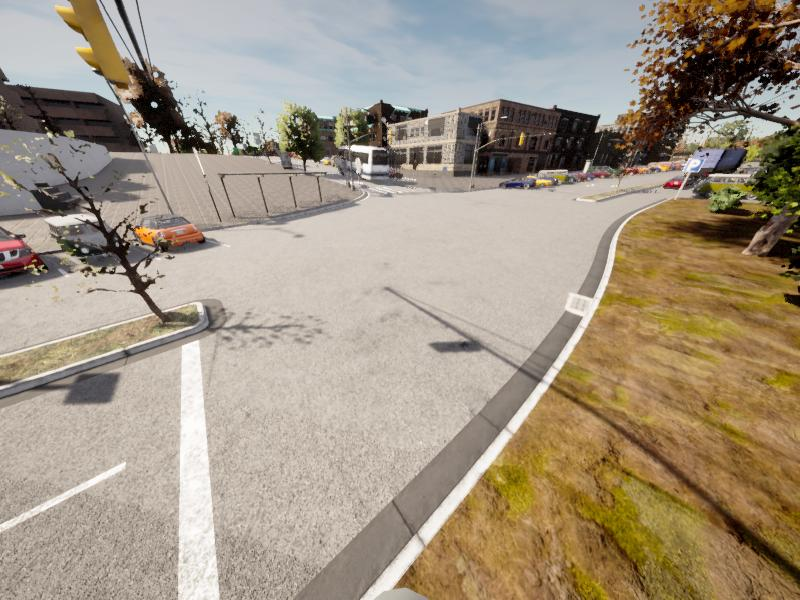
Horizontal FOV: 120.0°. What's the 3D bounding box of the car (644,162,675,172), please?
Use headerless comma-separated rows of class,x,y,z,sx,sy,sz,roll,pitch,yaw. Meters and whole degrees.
car,62.903,-32.281,56.119,4.442,1.987,1.878,22,38,35

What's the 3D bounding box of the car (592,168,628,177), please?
car,41.921,-25.455,46.197,5.008,1.535,2.097,20,37,33

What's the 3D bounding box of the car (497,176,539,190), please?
car,16.543,-16.502,32.563,4.792,1.488,2.163,18,36,31

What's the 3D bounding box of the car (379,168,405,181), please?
car,-1.231,-20.775,38.067,2.002,1.452,4.674,21,37,23

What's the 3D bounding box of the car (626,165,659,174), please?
car,54.944,-29.664,52.587,4.892,1.521,2.231,22,38,35

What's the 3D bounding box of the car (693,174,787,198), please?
car,33.092,-11.306,22.797,4.553,1.767,2.185,20,37,31

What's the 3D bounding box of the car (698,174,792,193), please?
car,37.900,-13.039,25.682,5.366,1.575,1.946,21,38,31

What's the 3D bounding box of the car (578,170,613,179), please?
car,36.781,-23.674,43.552,4.674,1.452,2.002,20,37,33

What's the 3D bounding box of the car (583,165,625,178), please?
car,39.365,-24.796,44.732,5.566,2.045,2.435,20,37,33

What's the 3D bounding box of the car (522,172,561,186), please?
car,21.562,-18.424,35.211,4.553,1.767,2.185,19,36,31

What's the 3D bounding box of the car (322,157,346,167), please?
car,-14.577,-30.665,51.280,1.946,1.575,5.366,21,37,23

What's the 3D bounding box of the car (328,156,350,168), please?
car,-12.791,-29.317,49.059,1.878,1.987,4.442,21,37,23

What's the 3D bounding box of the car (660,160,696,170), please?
car,73.317,-35.569,61.045,5.566,2.045,2.435,22,38,36

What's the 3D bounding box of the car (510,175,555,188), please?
car,19.246,-17.332,33.735,5.366,1.575,1.946,18,36,31

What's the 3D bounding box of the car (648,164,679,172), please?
car,65.429,-32.912,57.548,4.792,1.488,2.163,22,38,35

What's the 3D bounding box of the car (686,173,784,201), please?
car,30.571,-10.506,21.390,4.442,1.987,1.878,20,38,31

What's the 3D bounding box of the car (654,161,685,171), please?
car,68.170,-33.897,58.556,4.442,1.987,1.878,22,38,35

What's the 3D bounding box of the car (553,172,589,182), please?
car,29.144,-21.005,39.471,4.674,1.452,2.002,19,37,32

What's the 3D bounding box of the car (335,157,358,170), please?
car,-10.866,-27.919,47.185,1.878,1.987,4.442,21,37,23

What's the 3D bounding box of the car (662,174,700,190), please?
car,35.264,-14.861,29.013,4.181,1.385,1.994,-20,35,-28

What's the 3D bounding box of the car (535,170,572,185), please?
car,24.186,-19.390,36.497,4.442,1.987,1.878,19,36,31

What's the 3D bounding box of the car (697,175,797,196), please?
car,35.730,-12.037,24.127,5.366,1.575,1.946,21,37,31

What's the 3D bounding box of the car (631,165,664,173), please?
car,57.558,-30.497,53.847,5.008,1.535,2.097,22,37,35

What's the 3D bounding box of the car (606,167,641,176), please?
car,47.102,-27.159,48.787,5.008,1.535,2.097,21,38,34

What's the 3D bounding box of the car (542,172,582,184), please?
car,26.611,-20.140,38.075,4.892,1.521,2.231,19,36,32

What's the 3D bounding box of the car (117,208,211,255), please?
car,-13.789,-4.164,13.541,4.553,1.767,2.185,15,35,27

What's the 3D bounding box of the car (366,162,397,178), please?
car,-3.124,-22.424,39.795,2.435,2.045,5.566,21,37,23

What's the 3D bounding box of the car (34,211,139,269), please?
car,-16.054,-3.211,11.856,4.442,1.987,1.878,15,34,27

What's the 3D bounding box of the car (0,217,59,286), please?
car,-18.453,-2.226,10.271,5.566,2.045,2.435,15,34,27

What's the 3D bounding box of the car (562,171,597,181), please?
car,31.680,-21.906,40.851,4.674,1.452,2.002,19,36,32

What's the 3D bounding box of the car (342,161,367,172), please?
car,-8.914,-26.385,45.522,2.231,1.521,4.892,21,37,23

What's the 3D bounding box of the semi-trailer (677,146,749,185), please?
semi-trailer,46.684,-20.153,34.307,14.254,4.402,2.717,-19,35,-26

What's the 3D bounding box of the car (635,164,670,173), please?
car,60.044,-31.365,55.174,5.366,1.575,1.946,22,38,35

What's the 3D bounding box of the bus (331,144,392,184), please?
bus,-6.067,-20.849,35.156,3.944,4.253,10.273,-23,43,-34
